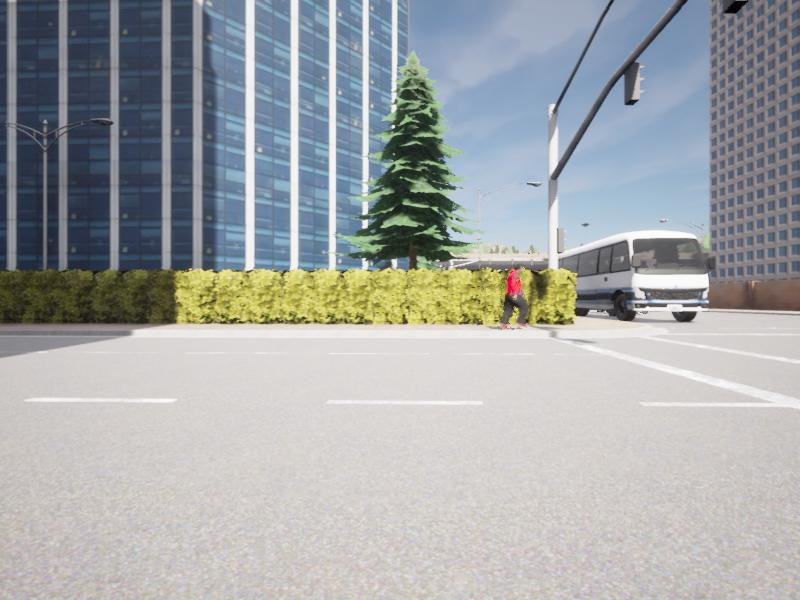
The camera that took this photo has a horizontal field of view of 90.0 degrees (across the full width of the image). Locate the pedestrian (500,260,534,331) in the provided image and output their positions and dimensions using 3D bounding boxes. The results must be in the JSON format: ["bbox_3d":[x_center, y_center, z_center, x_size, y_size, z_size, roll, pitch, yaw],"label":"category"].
[{"bbox_3d":[3.178,-0.114,10.943,0.751,1.860,0.751,0,0,4],"label":"pedestrian"}]

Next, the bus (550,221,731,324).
[{"bbox_3d":[11.889,-1.129,21.748,3.944,4.253,10.273,0,0,2],"label":"bus"}]

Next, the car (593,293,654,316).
[{"bbox_3d":[15.496,0.276,28.086,1.812,1.442,4.674,0,0,2],"label":"car"}]
